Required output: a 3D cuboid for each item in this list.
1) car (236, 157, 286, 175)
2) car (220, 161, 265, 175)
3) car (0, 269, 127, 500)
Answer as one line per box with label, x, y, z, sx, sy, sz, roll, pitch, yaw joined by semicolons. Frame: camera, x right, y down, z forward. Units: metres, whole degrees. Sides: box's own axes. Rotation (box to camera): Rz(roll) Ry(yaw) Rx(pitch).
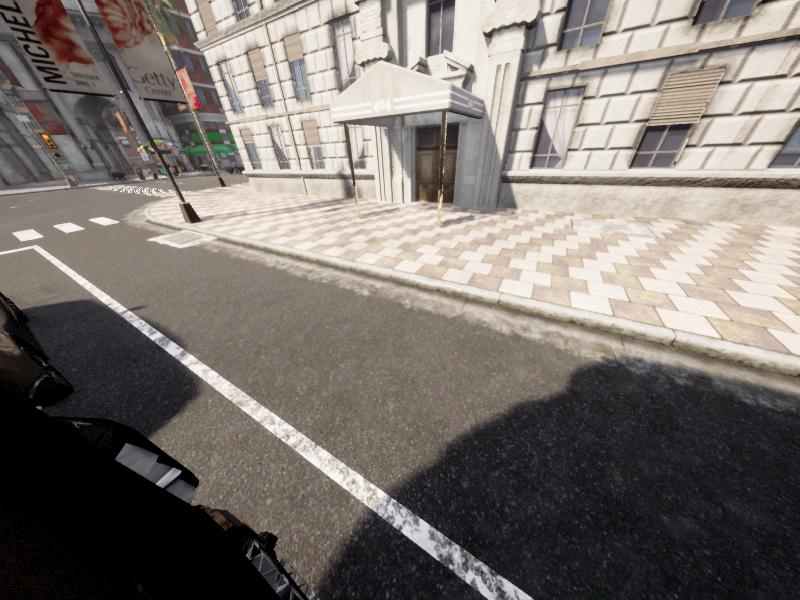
car;-18.481;-18.038;31.052;1.930;1.638;5.238;16;38;26
car;-21.807;-18.456;32.250;1.895;1.301;4.718;16;38;27
car;-5.465;0.514;2.228;4.902;1.511;2.128;15;38;25
